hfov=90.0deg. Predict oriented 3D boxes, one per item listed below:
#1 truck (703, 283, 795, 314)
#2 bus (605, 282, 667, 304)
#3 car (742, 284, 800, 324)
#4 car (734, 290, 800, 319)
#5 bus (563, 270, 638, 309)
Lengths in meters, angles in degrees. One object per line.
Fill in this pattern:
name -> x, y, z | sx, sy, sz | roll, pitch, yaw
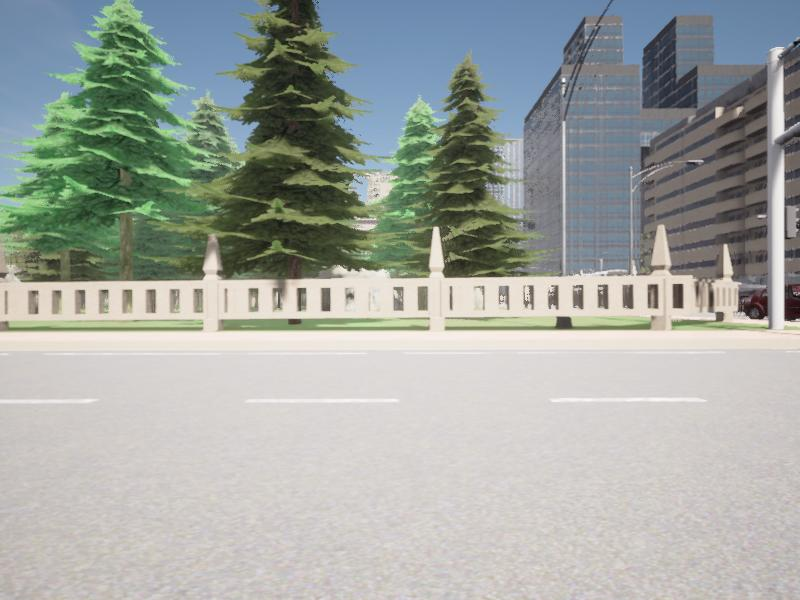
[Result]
truck -> 26.127, -0.127, 30.374 | 2.390, 2.098, 6.274 | 0, 0, 11
bus -> 47.578, -1.322, 80.934 | 10.273, 4.253, 3.944 | 0, 0, 0
car -> 17.014, 0.144, 16.879 | 1.851, 1.617, 3.988 | 0, 0, 2
car -> 20.577, 0.216, 21.204 | 1.812, 1.442, 4.674 | 0, 0, 0
bus -> 23.964, -1.197, 48.805 | 3.944, 4.253, 10.273 | 0, 0, 0
